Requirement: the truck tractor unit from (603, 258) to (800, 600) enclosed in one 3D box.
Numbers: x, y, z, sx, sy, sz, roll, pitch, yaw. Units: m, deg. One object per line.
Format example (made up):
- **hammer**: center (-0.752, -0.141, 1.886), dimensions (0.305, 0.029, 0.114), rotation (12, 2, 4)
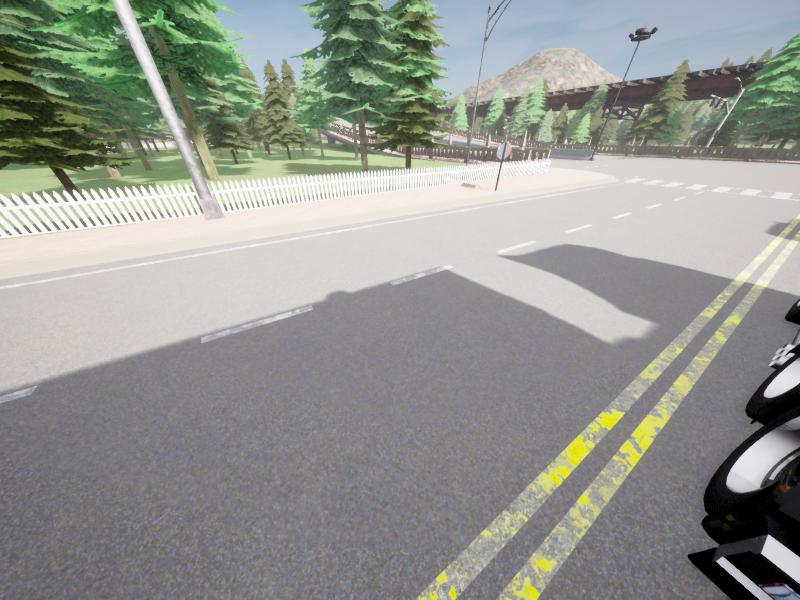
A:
- **truck tractor unit**: center (5.098, -0.313, 0.797), dimensions (6.516, 4.208, 3.053), rotation (-19, 39, -25)
